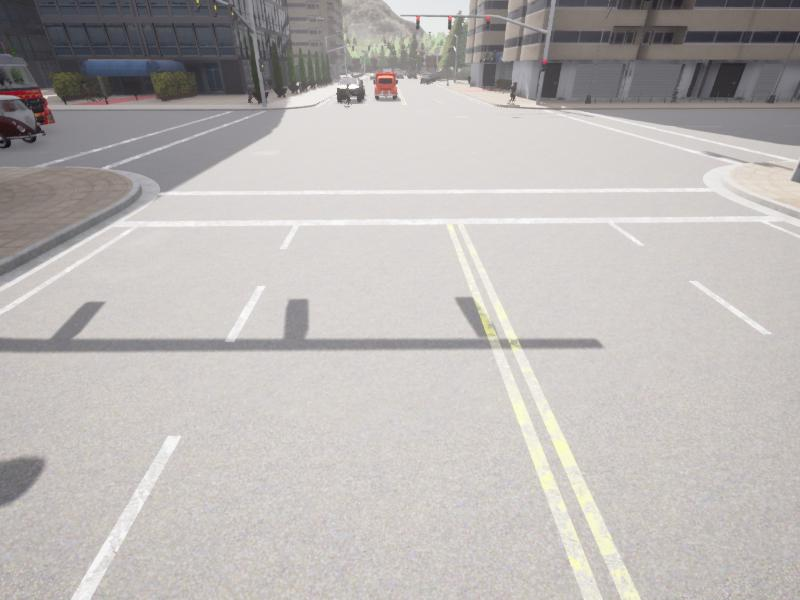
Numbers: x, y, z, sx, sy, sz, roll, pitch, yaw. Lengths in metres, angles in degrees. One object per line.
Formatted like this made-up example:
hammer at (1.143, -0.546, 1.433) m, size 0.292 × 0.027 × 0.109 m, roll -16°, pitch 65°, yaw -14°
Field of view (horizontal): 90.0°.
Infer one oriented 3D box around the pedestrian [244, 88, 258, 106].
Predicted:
pedestrian at (-12.518, -17.075, 33.608) m, size 0.751 × 1.300 × 0.751 m, roll -1°, pitch 30°, yaw -2°

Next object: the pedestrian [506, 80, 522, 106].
pedestrian at (9.591, -17.489, 33.768) m, size 0.751 × 1.860 × 0.751 m, roll 25°, pitch 39°, yaw 36°

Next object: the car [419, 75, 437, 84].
car at (5.762, -44.583, 80.913) m, size 1.812 × 1.442 × 4.674 m, roll 15°, pitch 34°, yaw 24°

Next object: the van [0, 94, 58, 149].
van at (-18.071, -7.700, 17.224) m, size 4.442 × 1.987 × 1.775 m, roll -1°, pitch 30°, yaw -2°

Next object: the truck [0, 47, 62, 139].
truck at (-22.771, -10.174, 19.637) m, size 8.468 × 3.827 × 2.891 m, roll -1°, pitch 30°, yaw -2°

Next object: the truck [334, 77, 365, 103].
truck at (-4.967, -21.264, 40.341) m, size 2.390 × 2.098 × 6.274 m, roll -1°, pitch 30°, yaw -1°

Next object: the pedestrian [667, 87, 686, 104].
pedestrian at (24.115, -17.861, 34.965) m, size 0.751 × 1.300 × 0.751 m, roll -1°, pitch 30°, yaw -1°

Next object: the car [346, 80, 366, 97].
car at (-5.105, -24.990, 47.235) m, size 1.801 × 1.575 × 5.366 m, roll -1°, pitch 30°, yaw -1°

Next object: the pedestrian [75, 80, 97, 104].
pedestrian at (-27.539, -18.290, 35.127) m, size 0.751 × 1.860 × 0.751 m, roll 0°, pitch 30°, yaw -1°

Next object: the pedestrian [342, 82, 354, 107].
pedestrian at (-4.410, -17.353, 33.834) m, size 0.751 × 1.860 × 0.751 m, roll 3°, pitch 30°, yaw 5°

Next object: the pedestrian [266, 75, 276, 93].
pedestrian at (-16.123, -27.016, 50.034) m, size 0.751 × 1.860 × 0.751 m, roll 4°, pitch 31°, yaw 8°

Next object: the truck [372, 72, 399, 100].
truck at (-1.527, -22.950, 42.861) m, size 2.627 × 2.467 × 5.204 m, roll -1°, pitch 30°, yaw -1°
